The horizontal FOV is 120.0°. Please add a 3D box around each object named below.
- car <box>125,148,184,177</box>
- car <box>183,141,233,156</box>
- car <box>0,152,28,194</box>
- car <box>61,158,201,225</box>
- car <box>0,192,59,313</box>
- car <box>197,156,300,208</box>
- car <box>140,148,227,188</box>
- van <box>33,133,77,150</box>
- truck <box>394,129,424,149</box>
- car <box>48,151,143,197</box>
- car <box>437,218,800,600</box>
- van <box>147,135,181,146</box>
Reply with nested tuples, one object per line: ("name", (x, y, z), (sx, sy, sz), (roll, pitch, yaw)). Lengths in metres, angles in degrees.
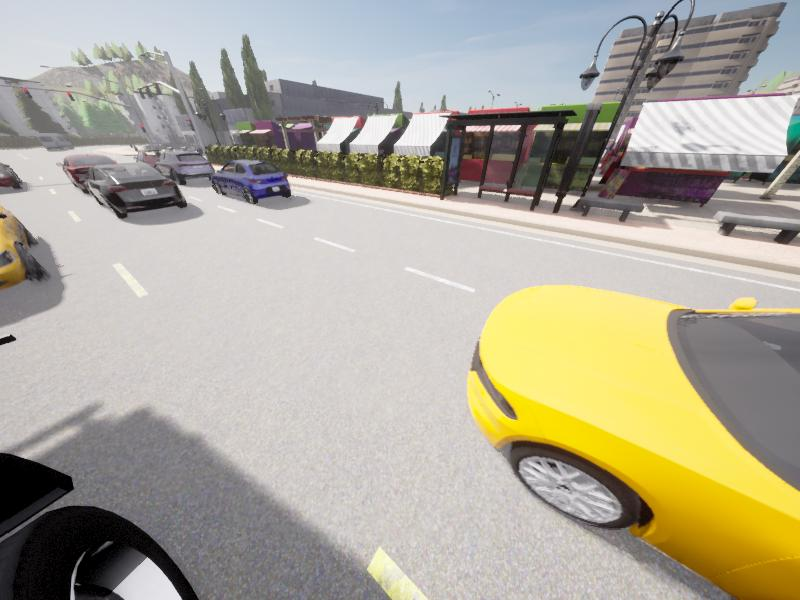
("car", (-17.702, -10.005, 16.663), (3.633, 1.501, 1.845), (25, 42, 31))
("car", (-28.201, -22.376, 34.063), (2.152, 1.651, 5.027), (25, 42, 31))
("car", (-20.932, -6.311, 11.442), (4.792, 1.488, 2.163), (23, 41, 29))
("car", (-9.979, -4.236, 8.571), (4.792, 1.488, 2.163), (22, 41, 28))
("car", (-8.556, -1.198, 4.184), (5.366, 1.575, 1.801), (23, 41, 28))
("car", (-6.652, -5.323, 10.141), (4.193, 1.474, 1.816), (23, 41, 28))
("car", (-12.864, -7.965, 13.715), (4.856, 1.649, 2.033), (23, 41, 28))
("van", (-65.812, -30.348, 44.291), (1.988, 2.561, 5.915), (-18, 39, -24))
("truck", (2.291, -39.688, 56.919), (2.891, 3.827, 8.468), (23, 41, 29))
("car", (-15.545, -6.563, 11.786), (5.008, 1.535, 1.882), (23, 41, 28))
("car", (2.952, 0.986, 1.200), (5.008, 1.535, 1.882), (21, 40, 26))
("van", (-67.904, -46.009, 66.623), (2.351, 2.431, 6.366), (5, 36, 7))
